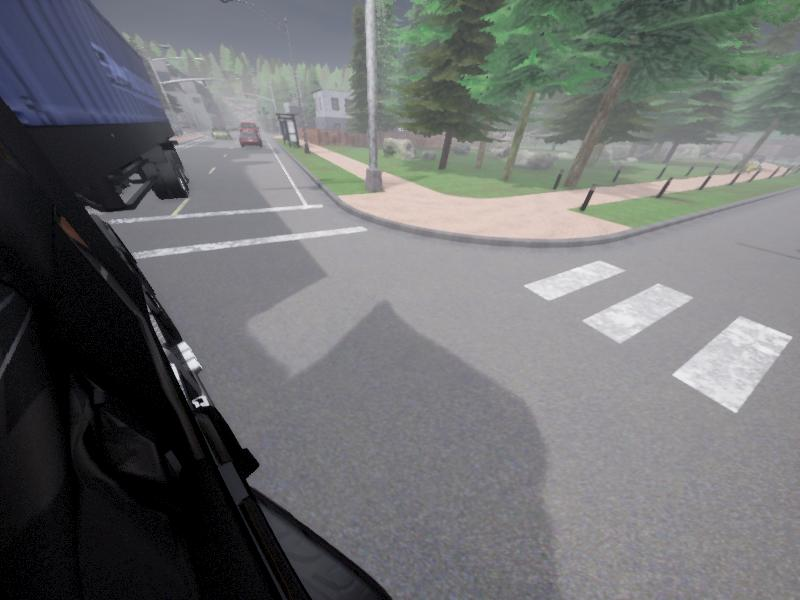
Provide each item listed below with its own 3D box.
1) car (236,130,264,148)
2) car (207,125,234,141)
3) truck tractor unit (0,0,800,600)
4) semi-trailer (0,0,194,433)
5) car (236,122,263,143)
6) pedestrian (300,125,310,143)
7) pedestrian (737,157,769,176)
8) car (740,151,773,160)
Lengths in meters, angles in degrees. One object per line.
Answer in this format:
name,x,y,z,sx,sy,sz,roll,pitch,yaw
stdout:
car,-15.675,-16.909,24.215,1.994,1.385,4.181,-15,40,-22
car,-23.528,-22.059,30.479,2.007,1.525,4.514,-15,40,-22
truck tractor unit,-2.645,-0.295,0.351,6.516,4.208,3.053,28,44,30
semi-trailer,-7.478,-4.222,5.146,2.717,4.402,14.254,-21,43,-28
car,-19.212,-21.569,29.676,2.150,2.045,5.566,-15,40,-22
pedestrian,-12.176,-21.276,29.616,0.751,1.860,0.751,-14,40,-22
pedestrian,29.386,-11.142,19.238,0.751,1.300,0.751,-15,40,-22
car,73.419,-29.861,47.681,1.895,1.301,4.718,20,40,22
